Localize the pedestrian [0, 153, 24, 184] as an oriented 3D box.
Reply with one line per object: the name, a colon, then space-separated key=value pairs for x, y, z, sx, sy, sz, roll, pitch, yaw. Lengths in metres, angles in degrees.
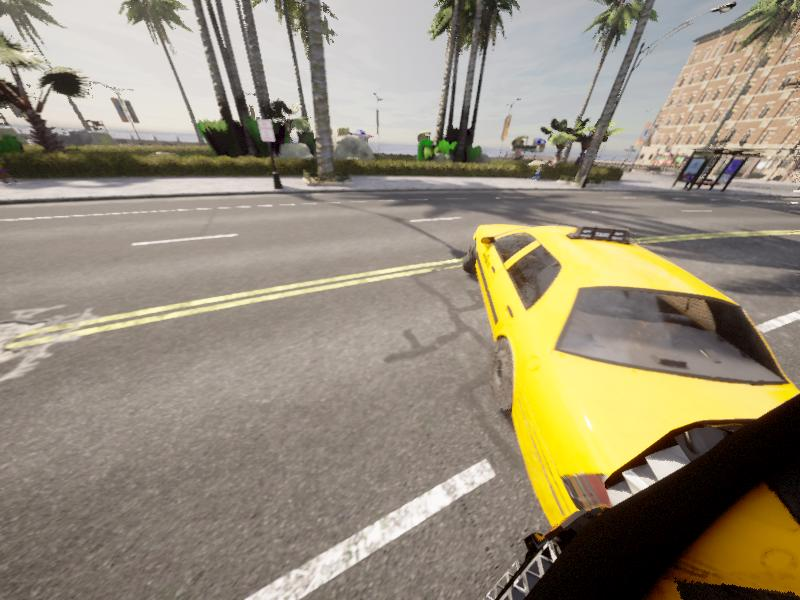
pedestrian: x=-16.470 y=-5.390 z=9.472 sx=0.500 sy=1.100 sz=0.500 roll=-17 pitch=38 yaw=-27

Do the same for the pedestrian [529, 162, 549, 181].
pedestrian: x=11.738 y=-10.825 z=19.508 sx=0.751 sy=1.300 sz=0.751 roll=-7 pitch=35 yaw=-15

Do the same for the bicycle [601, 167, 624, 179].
bicycle: x=22.891 y=-13.680 z=24.918 sx=1.643 sy=1.024 sz=0.373 roll=4 pitch=34 yaw=2

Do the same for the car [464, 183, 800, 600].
car: x=2.096 y=-0.252 z=3.043 sx=1.801 sy=1.575 sz=5.366 roll=7 pitch=34 yaw=6
